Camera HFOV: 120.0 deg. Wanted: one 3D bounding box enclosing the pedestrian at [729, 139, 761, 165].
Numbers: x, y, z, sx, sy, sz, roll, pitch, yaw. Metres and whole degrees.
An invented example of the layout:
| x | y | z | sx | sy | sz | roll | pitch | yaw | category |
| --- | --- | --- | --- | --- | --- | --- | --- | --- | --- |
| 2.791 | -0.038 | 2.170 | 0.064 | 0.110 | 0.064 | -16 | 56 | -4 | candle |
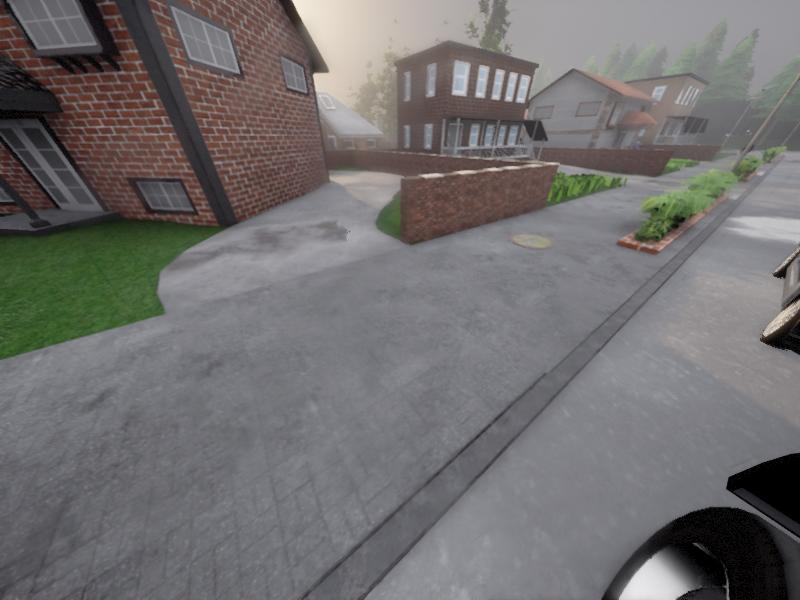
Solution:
| x | y | z | sx | sy | sz | roll | pitch | yaw | category |
| --- | --- | --- | --- | --- | --- | --- | --- | --- | --- |
| 29.868 | -12.815 | 20.022 | 0.751 | 1.860 | 0.751 | -23 | 41 | -28 | pedestrian |

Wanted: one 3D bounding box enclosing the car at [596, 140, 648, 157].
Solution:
| x | y | z | sx | sy | sz | roll | pitch | yaw | category |
| --- | --- | --- | --- | --- | --- | --- | --- | --- | --- |
| 25.204 | -17.355 | 26.395 | 1.845 | 1.501 | 3.633 | -22 | 41 | -28 | car |

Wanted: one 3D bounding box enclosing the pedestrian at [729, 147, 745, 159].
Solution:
| x | y | z | sx | sy | sz | roll | pitch | yaw | category |
| --- | --- | --- | --- | --- | --- | --- | --- | --- | --- |
| 37.246 | -16.284 | 25.546 | 0.500 | 1.100 | 0.500 | -22 | 41 | -28 | pedestrian |

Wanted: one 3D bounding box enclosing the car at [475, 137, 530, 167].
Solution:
| x | y | z | sx | sy | sz | roll | pitch | yaw | category |
| --- | --- | --- | --- | --- | --- | --- | --- | --- | --- |
| 8.384 | -12.235 | 18.978 | 3.866 | 1.878 | 1.905 | -22 | 41 | -28 | car |

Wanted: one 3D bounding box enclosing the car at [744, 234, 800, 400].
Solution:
| x | y | z | sx | sy | sz | roll | pitch | yaw | category |
| --- | --- | --- | --- | --- | --- | --- | --- | --- | --- |
| 6.637 | -0.222 | 2.753 | 5.238 | 1.638 | 1.930 | -22 | 41 | -28 | car |
